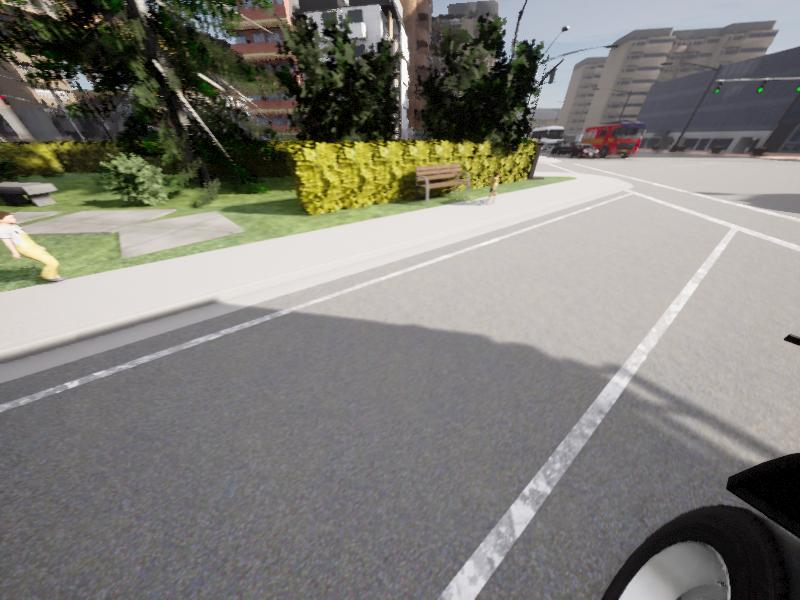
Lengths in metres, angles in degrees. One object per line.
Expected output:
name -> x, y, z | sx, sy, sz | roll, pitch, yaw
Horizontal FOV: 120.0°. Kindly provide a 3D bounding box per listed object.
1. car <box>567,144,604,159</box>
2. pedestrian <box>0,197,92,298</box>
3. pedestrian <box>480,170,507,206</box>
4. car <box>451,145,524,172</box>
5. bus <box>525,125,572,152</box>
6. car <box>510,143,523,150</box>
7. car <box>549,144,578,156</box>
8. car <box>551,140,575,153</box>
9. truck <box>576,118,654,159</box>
car -> 23.068, -18.590, 28.876 | 1.970, 1.475, 3.806 | 6, 35, 9
pedestrian -> -6.185, -0.868, 3.771 | 0.751, 1.300, 0.751 | -23, 41, -29
pedestrian -> 3.356, -4.042, 8.338 | 0.500, 1.100, 0.500 | -16, 38, -21
car -> 6.822, -11.490, 18.698 | 5.027, 1.651, 2.152 | 6, 36, 9
bus -> 31.201, -34.364, 49.347 | 3.944, 4.253, 10.273 | 3, 35, 5
car -> 29.580, -39.113, 58.821 | 1.994, 1.385, 4.181 | 6, 35, 8
car -> 24.348, -22.457, 34.563 | 1.994, 1.385, 4.181 | 6, 35, 9
car -> 29.462, -27.851, 41.934 | 1.905, 1.878, 3.866 | 5, 35, 8
truck -> 26.964, -20.712, 29.858 | 2.891, 3.827, 8.468 | 6, 35, 8
